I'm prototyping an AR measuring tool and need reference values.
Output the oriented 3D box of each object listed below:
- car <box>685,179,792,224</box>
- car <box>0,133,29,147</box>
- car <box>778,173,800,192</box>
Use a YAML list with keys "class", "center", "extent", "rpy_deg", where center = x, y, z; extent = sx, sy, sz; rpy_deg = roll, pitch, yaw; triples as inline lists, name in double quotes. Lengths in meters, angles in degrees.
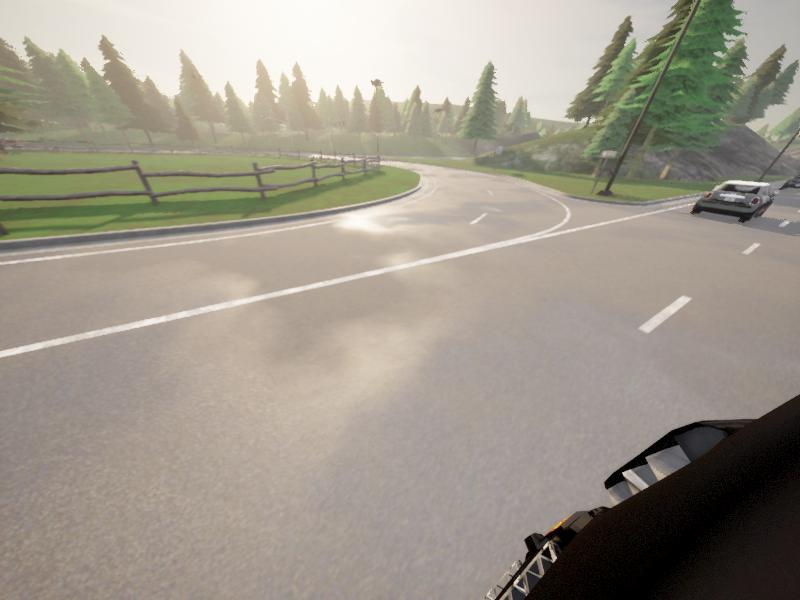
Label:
- class: "car"
  center: [16.175, -4.844, 11.079]
  extent: [3.806, 1.475, 1.970]
  rpy_deg: [-16, 38, -26]
- class: "car"
  center: [-57.735, -22.553, 32.513]
  extent: [5.366, 1.575, 1.801]
  rpy_deg: [-16, 38, -26]
- class: "car"
  center: [41.908, -12.244, 24.074]
  extent: [4.193, 1.474, 1.816]
  rpy_deg: [-16, 38, -26]
